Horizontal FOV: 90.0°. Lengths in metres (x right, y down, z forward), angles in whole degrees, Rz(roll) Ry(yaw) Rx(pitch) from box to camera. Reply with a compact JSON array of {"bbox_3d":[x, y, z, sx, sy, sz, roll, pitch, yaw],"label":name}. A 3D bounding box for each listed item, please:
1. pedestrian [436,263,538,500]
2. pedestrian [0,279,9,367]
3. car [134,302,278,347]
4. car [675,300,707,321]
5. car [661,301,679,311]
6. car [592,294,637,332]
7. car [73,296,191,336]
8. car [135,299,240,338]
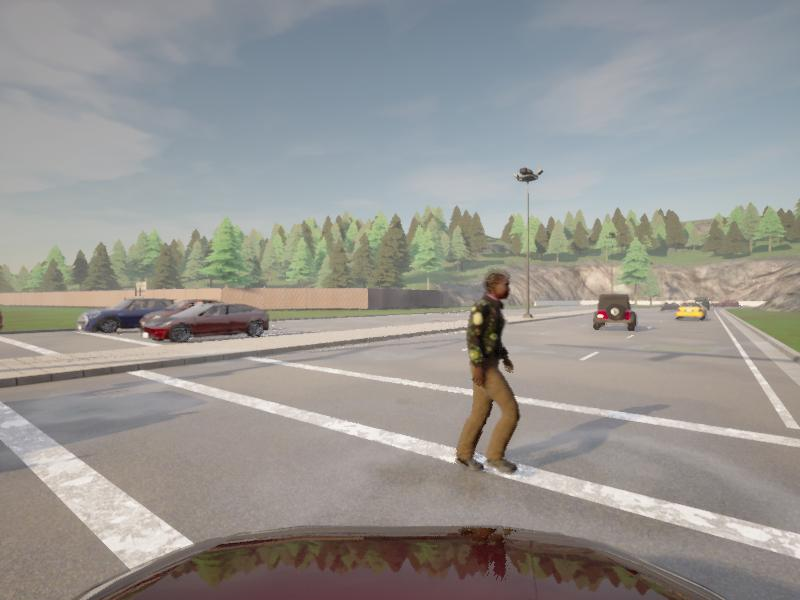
[{"bbox_3d":[0.812,0.637,3.633,0.751,1.860,0.751,0,0,26],"label":"pedestrian"},{"bbox_3d":[-8.894,0.485,8.545,0.751,1.860,0.751,0,0,-45],"label":"pedestrian"},{"bbox_3d":[-7.626,0.851,16.170,2.163,1.488,4.792,0,0,38],"label":"car"},{"bbox_3d":[23.921,0.801,32.818,1.801,1.575,5.366,0,0,39],"label":"car"},{"bbox_3d":[40.129,0.865,59.460,1.970,1.475,3.806,0,0,38],"label":"car"},{"bbox_3d":[11.819,0.646,21.885,1.905,1.878,3.866,0,0,32],"label":"car"},{"bbox_3d":[-13.369,0.694,20.204,2.097,1.767,4.553,0,0,38],"label":"car"},{"bbox_3d":[-9.922,0.789,18.931,1.851,1.617,3.988,0,0,38],"label":"car"}]
